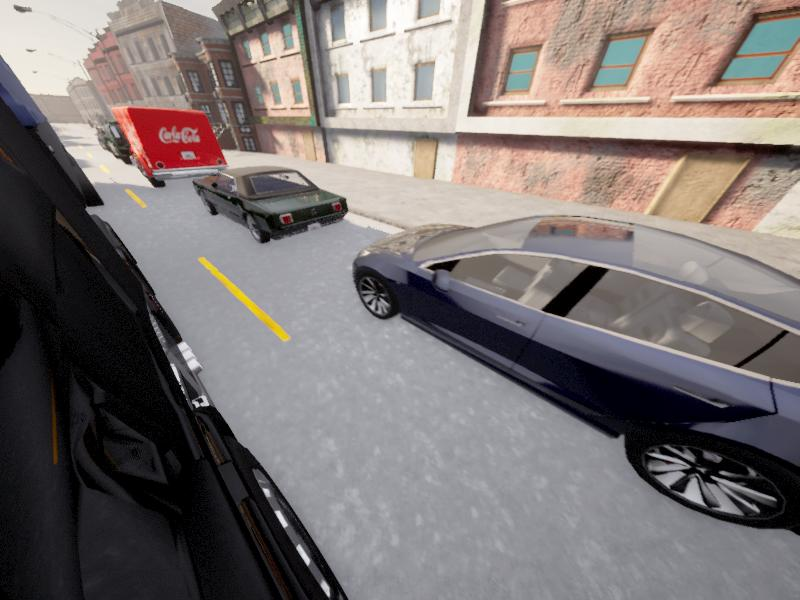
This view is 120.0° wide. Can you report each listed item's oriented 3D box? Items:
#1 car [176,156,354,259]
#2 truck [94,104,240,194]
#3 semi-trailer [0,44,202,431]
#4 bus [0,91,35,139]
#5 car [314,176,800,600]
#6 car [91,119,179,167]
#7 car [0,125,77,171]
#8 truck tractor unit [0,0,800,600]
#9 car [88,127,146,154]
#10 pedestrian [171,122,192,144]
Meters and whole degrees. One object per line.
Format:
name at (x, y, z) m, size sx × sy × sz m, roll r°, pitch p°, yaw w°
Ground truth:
car at (-3.560, -2.699, 5.965) m, size 4.718 × 1.301 × 1.895 m, roll 27°, pitch 43°, yaw 30°
truck at (-9.639, -6.378, 9.631) m, size 5.204 × 2.467 × 2.627 m, roll 28°, pitch 44°, yaw 30°
semi-trailer at (-8.708, -3.571, 4.258) m, size 14.254 × 4.402 × 2.717 m, roll 28°, pitch 44°, yaw 30°
bus at (-46.524, -18.425, 22.531) m, size 3.944 × 4.253 × 10.273 m, roll 14°, pitch 38°, yaw 15°
car at (1.514, -0.118, 2.586) m, size 4.792 × 1.488 × 2.163 m, roll 28°, pitch 44°, yaw 30°
car at (-16.160, -9.631, 14.045) m, size 5.566 × 2.045 × 2.150 m, roll 27°, pitch 43°, yaw 30°
car at (-19.509, -8.120, 12.157) m, size 4.611 × 1.667 × 2.242 m, roll 28°, pitch 44°, yaw 30°
truck tractor unit at (-2.645, -0.295, 0.351) m, size 6.516 × 4.208 × 3.053 m, roll 28°, pitch 44°, yaw 30°
car at (-22.458, -12.704, 18.307) m, size 4.514 × 1.525 × 2.007 m, roll 28°, pitch 44°, yaw 30°
pedestrian at (-23.093, -17.619, 24.402) m, size 0.751 × 1.860 × 0.751 m, roll 22°, pitch 41°, yaw 24°
